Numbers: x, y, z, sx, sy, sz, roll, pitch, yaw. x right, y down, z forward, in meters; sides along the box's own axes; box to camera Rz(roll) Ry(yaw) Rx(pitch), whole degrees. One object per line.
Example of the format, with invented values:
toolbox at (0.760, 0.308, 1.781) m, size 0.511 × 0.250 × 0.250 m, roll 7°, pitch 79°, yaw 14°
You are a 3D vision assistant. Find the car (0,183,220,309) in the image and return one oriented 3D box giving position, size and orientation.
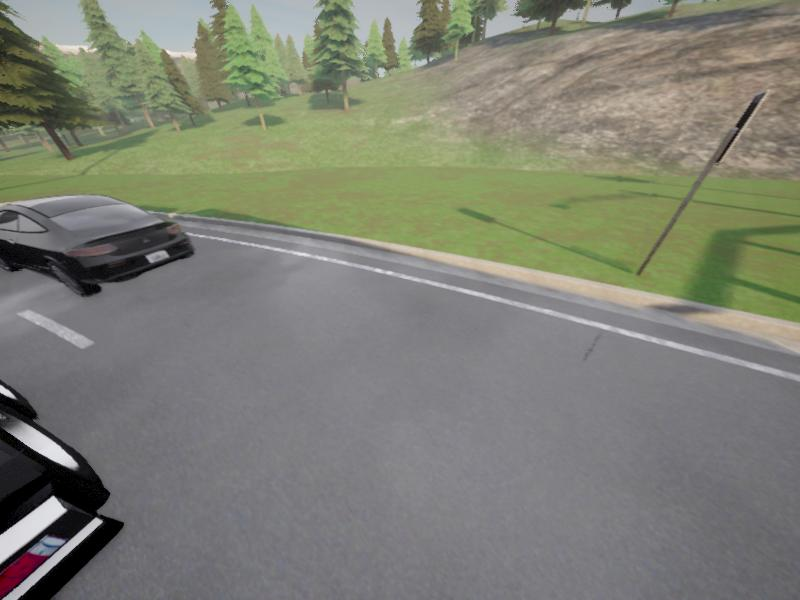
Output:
car at (-6.582, -1.372, 4.788) m, size 4.674 × 1.442 × 1.812 m, roll 12°, pitch 37°, yaw 17°

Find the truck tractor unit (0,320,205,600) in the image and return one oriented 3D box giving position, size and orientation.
truck tractor unit at (-5.210, -0.185, 0.641) m, size 6.516 × 4.208 × 3.053 m, roll 14°, pitch 38°, yaw 20°
